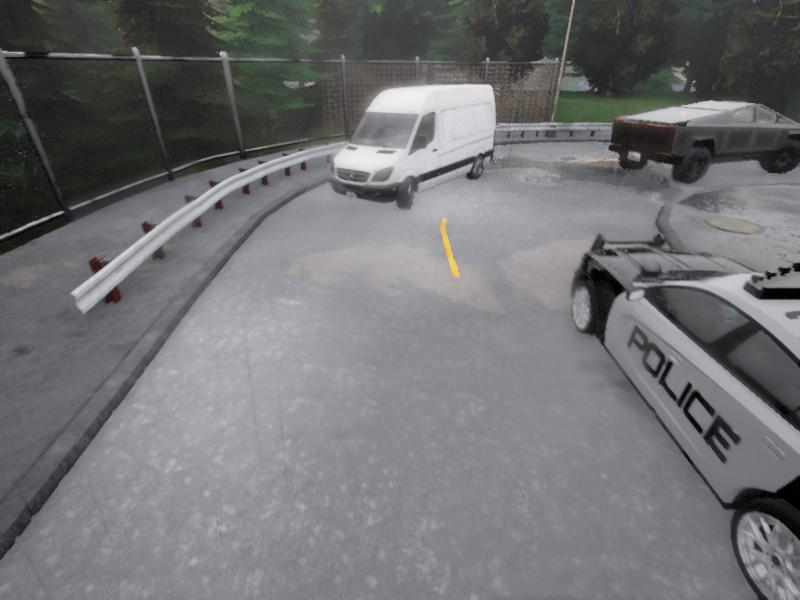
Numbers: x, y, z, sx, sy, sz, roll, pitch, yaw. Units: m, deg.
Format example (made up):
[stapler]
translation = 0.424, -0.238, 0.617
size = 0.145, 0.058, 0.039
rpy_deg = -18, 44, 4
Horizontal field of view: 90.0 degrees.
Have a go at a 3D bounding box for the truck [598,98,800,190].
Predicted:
[truck]
translation = 9.948, -5.165, 12.811
size = 6.274, 2.098, 2.390
rpy_deg = -11, 31, -18

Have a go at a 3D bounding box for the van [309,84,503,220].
[van]
translation = 0.563, -4.413, 11.028
size = 1.988, 2.561, 5.915
rpy_deg = 19, 35, 31

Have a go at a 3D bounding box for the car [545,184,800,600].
[car]
translation = 3.271, 0.455, 3.616
size = 1.930, 1.638, 5.238
rpy_deg = 0, 31, -1
